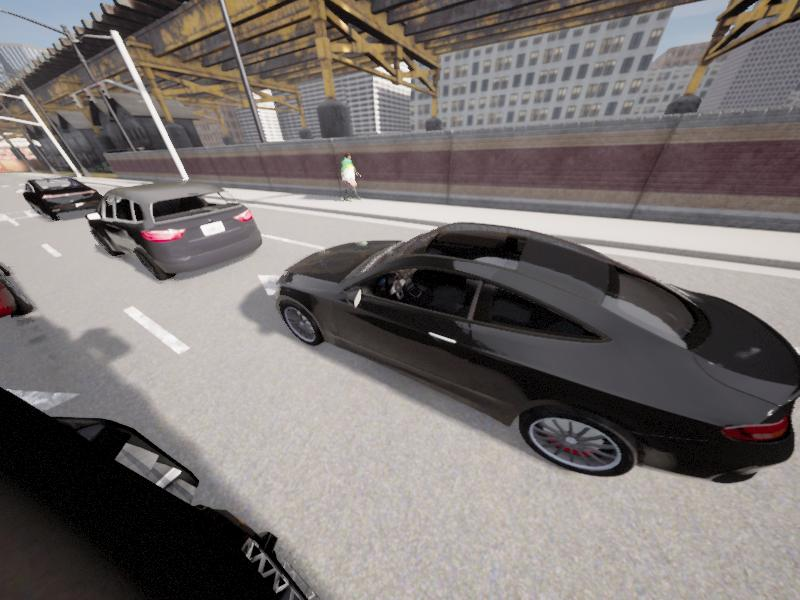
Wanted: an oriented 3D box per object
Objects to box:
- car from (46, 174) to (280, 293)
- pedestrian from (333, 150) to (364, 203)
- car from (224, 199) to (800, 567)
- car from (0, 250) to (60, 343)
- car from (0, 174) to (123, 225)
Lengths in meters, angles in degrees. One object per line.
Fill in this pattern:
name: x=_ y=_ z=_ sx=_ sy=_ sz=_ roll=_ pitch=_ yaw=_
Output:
car: x=-5.667 y=-1.962 z=5.657 sx=4.611 sy=1.667 sz=2.242 roll=16 pitch=38 yaw=25
pedestrian: x=-2.096 y=-5.122 z=9.651 sx=0.751 sy=1.860 sz=0.751 roll=8 pitch=35 yaw=15
car: x=0.530 y=-0.061 z=2.616 sx=4.674 sy=1.442 sz=1.812 roll=16 pitch=38 yaw=26
car: x=-8.089 y=-0.341 z=3.562 sx=4.792 sy=1.488 sz=2.163 roll=16 pitch=38 yaw=26
car: x=-15.683 y=-4.817 z=10.713 sx=4.902 sy=1.511 sz=2.128 roll=16 pitch=38 yaw=26
